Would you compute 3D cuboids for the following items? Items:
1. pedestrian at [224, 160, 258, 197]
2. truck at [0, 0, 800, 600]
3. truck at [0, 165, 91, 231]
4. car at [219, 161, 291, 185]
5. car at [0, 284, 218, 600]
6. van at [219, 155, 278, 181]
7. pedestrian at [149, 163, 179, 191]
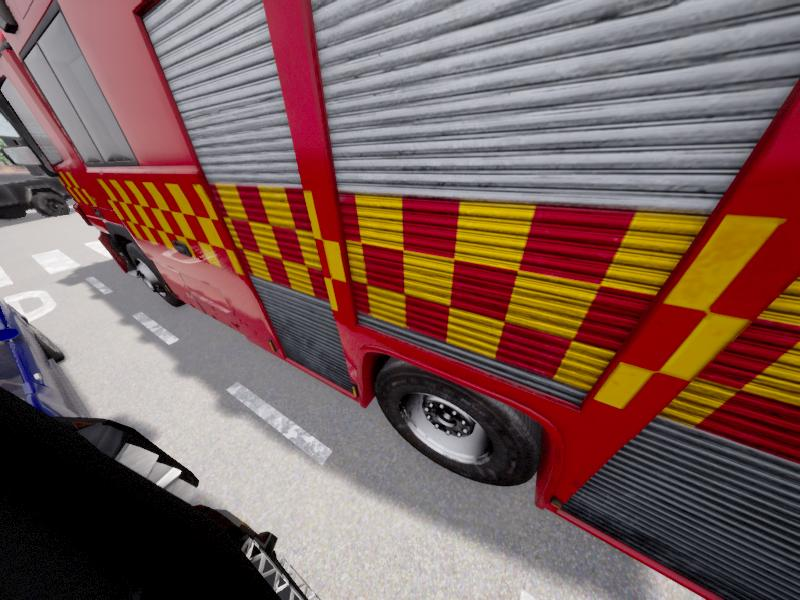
[{"bbox_3d":[-9.256,-7.111,13.548,0.751,1.860,0.751,9,35,17],"label":"pedestrian"},{"bbox_3d":[-1.188,-1.507,2.852,8.468,3.827,2.891,16,38,26],"label":"truck"},{"bbox_3d":[-17.179,-3.726,8.904,2.390,2.098,6.274,-6,34,-4],"label":"truck"},{"bbox_3d":[-13.327,-11.995,21.682,2.033,1.411,5.357,16,38,26],"label":"car"},{"bbox_3d":[-3.697,1.053,1.476,4.718,1.301,1.895,16,38,26],"label":"car"},{"bbox_3d":[-15.599,-13.859,24.130,1.775,1.987,4.442,16,38,26],"label":"van"},{"bbox_3d":[-18.217,-9.503,17.847,0.751,1.860,0.751,19,39,29],"label":"pedestrian"}]
